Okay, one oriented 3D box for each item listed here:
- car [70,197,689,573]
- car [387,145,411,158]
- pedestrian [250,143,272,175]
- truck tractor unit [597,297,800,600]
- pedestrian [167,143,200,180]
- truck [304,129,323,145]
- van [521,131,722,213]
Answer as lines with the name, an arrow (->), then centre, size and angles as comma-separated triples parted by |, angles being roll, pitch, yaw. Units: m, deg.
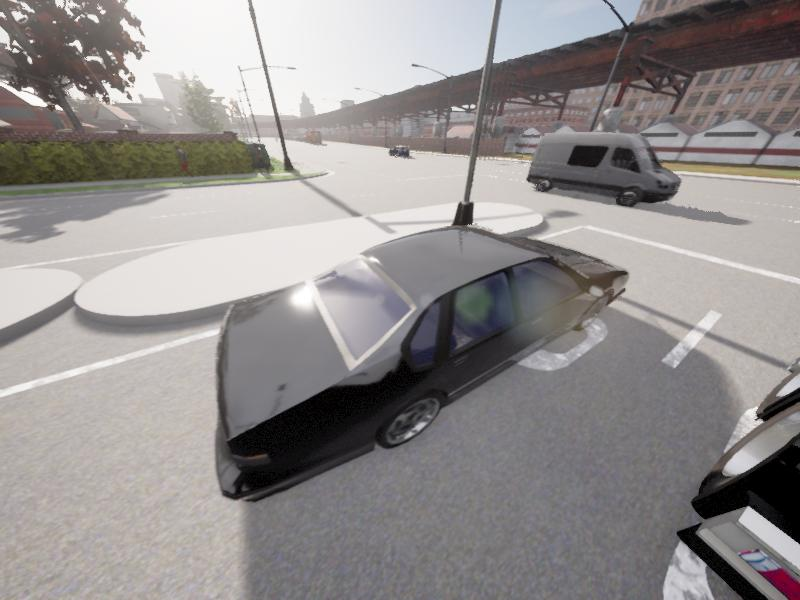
car -> 0.822, -0.093, 2.919 | 5.357, 1.411, 2.033 | -18, 39, -25
car -> -0.158, -22.918, 35.617 | 1.970, 1.475, 3.806 | -18, 39, -25
pedestrian -> -9.752, -9.904, 16.209 | 0.751, 1.860, 0.751 | -21, 40, -27
truck tractor unit -> 5.164, -0.244, 0.699 | 6.516, 4.208, 3.053 | -16, 38, -21
pedestrian -> -13.203, -8.496, 14.159 | 0.751, 1.860, 0.751 | -20, 40, -27
truck -> -27.114, -51.210, 72.367 | 2.891, 3.827, 8.468 | -18, 40, -25
van -> 9.214, -6.168, 10.710 | 1.988, 2.561, 5.915 | -18, 39, -25
